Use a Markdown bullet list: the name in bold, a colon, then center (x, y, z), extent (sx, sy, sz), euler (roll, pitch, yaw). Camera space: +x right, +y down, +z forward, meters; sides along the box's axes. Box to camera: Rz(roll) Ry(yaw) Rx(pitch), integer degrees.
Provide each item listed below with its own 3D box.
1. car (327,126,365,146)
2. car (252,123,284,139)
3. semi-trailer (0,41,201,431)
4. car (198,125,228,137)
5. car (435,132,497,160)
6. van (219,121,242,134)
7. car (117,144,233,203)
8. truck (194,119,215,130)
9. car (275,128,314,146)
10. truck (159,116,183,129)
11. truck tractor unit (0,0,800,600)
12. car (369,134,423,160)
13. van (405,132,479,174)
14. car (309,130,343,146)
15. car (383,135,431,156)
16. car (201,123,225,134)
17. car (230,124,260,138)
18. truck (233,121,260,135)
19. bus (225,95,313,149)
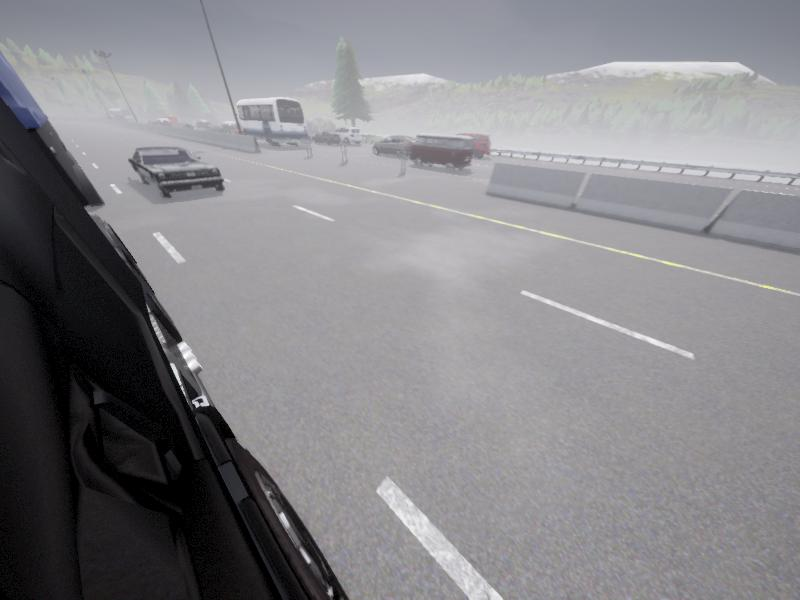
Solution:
- **car**: center (-7.953, -24.040, 33.830), extent (5.566, 2.045, 2.150), euler (28, 44, 30)
- **car**: center (-22.736, -29.170, 39.823), extent (5.566, 2.045, 2.150), euler (27, 43, 30)
- **semi-trailer**: center (-8.691, -3.595, 4.257), extent (14.254, 4.402, 2.717), euler (28, 43, 30)
- **car**: center (-30.706, -27.679, 37.884), extent (5.357, 1.411, 2.033), euler (28, 43, 30)
- **car**: center (6.755, -16.231, 24.210), extent (5.566, 2.045, 2.150), euler (28, 44, 30)
- **van**: center (-35.161, -35.764, 47.955), extent (4.480, 2.038, 2.069), euler (28, 43, 30)
- **car**: center (-8.561, -4.968, 8.740), extent (4.718, 1.301, 1.895), euler (28, 43, 30)
- **truck**: center (-54.324, -48.695, 64.142), extent (6.274, 2.098, 2.390), euler (28, 43, 30)
- **car**: center (-13.940, -21.593, 30.522), extent (5.027, 1.651, 2.152), euler (28, 43, 30)
- **truck**: center (-59.676, -46.235, 60.194), extent (5.204, 2.467, 2.627), euler (28, 43, 30)
- **truck tractor unit**: center (-2.645, -0.295, 0.351), extent (6.516, 4.208, 3.053), euler (28, 44, 30)
- **car**: center (-0.453, -14.447, 21.686), extent (4.611, 1.667, 2.242), euler (28, 44, 30)
- **van**: center (2.705, -10.174, 15.860), extent (4.442, 1.987, 1.775), euler (28, 44, 30)
- **car**: center (-10.126, -22.256, 31.728), extent (4.514, 1.525, 2.007), euler (28, 44, 30)
- **car**: center (0.614, -16.556, 24.700), extent (5.008, 1.535, 1.882), euler (28, 44, 30)
- **car**: center (-36.936, -33.770, 45.593), extent (4.974, 1.542, 2.038), euler (28, 43, 30)
- **car**: center (-25.572, -27.844, 38.082), extent (4.553, 1.767, 2.097), euler (28, 43, 30)
- **truck**: center (-33.658, -37.715, 50.625), extent (6.274, 2.098, 2.390), euler (28, 43, 30)
- **bus**: center (-15.160, -20.499, 26.771), extent (10.273, 4.253, 3.944), euler (28, 44, 30)
